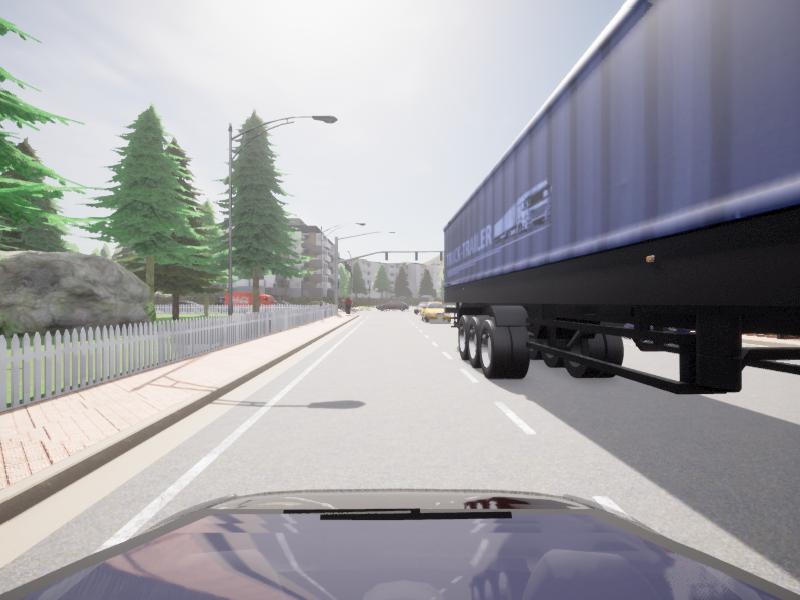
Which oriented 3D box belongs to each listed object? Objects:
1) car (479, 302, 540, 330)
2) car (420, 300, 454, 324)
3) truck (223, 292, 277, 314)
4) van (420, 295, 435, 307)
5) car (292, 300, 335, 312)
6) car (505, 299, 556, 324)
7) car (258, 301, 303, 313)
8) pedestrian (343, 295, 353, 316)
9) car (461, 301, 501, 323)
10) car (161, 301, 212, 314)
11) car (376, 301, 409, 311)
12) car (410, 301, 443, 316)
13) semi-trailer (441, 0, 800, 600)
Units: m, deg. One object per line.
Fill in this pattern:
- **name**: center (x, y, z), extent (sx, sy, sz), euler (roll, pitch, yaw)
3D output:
- **car**: center (6.233, 0.851, 23.454), extent (2.163, 1.488, 4.792), euler (0, 0, -2)
- **car**: center (2.547, 0.801, 28.815), extent (1.801, 1.575, 5.366), euler (0, 0, -2)
- **truck**: center (-17.188, 0.357, 46.139), extent (5.204, 2.467, 2.627), euler (0, 0, 0)
- **van**: center (6.253, 0.301, 89.917), extent (1.988, 2.561, 5.915), euler (0, 0, 17)
- **car**: center (-11.440, 0.801, 53.176), extent (5.366, 1.575, 1.801), euler (0, 0, 0)
- **car**: center (9.528, 0.778, 29.605), extent (2.033, 1.649, 4.856), euler (0, 0, -2)
- **car**: center (-14.752, 0.836, 49.654), extent (4.902, 1.511, 2.128), euler (0, 0, 0)
- **pedestrian**: center (-4.749, 0.486, 36.463), extent (0.751, 1.860, 0.751), euler (0, 0, 5)
- **car**: center (6.005, 0.823, 30.287), extent (1.882, 1.535, 5.008), euler (0, 0, -2)
- **car**: center (-24.545, 0.845, 46.090), extent (4.892, 1.490, 1.837), euler (0, 0, 0)
- **car**: center (-1.057, 0.870, 56.736), extent (4.674, 1.442, 1.812), euler (0, 0, 0)
- **car**: center (2.995, 0.851, 43.547), extent (2.163, 1.488, 4.792), euler (0, 0, 23)
- **semi-trailer**: center (3.062, -0.618, 6.799), extent (2.717, 4.402, 14.254), euler (0, 0, -2)
